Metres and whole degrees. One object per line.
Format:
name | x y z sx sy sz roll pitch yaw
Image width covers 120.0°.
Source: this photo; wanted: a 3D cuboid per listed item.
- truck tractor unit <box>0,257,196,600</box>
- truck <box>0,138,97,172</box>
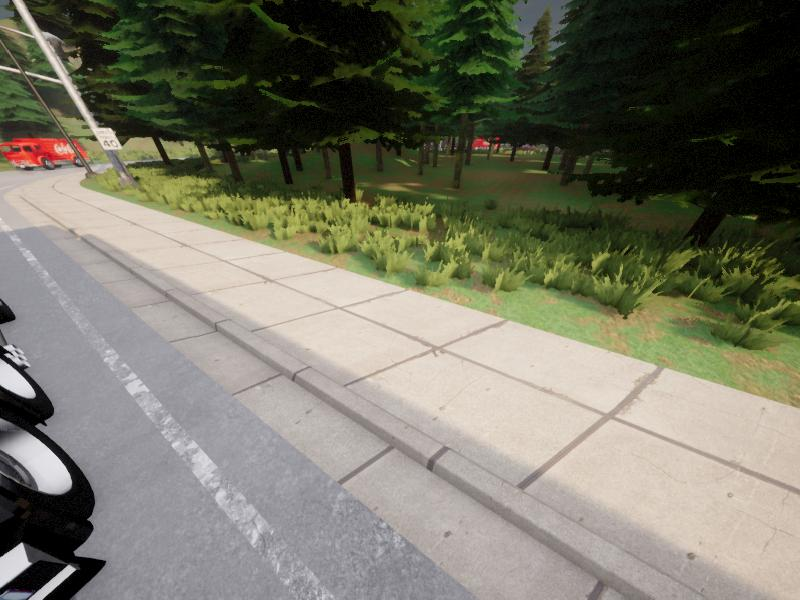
truck tractor unit | -5.099 -0.313 0.797 6.516 4.208 3.053 19 39 25
truck | -34.074 -14.064 22.268 2.627 2.467 5.204 -5 35 -6
